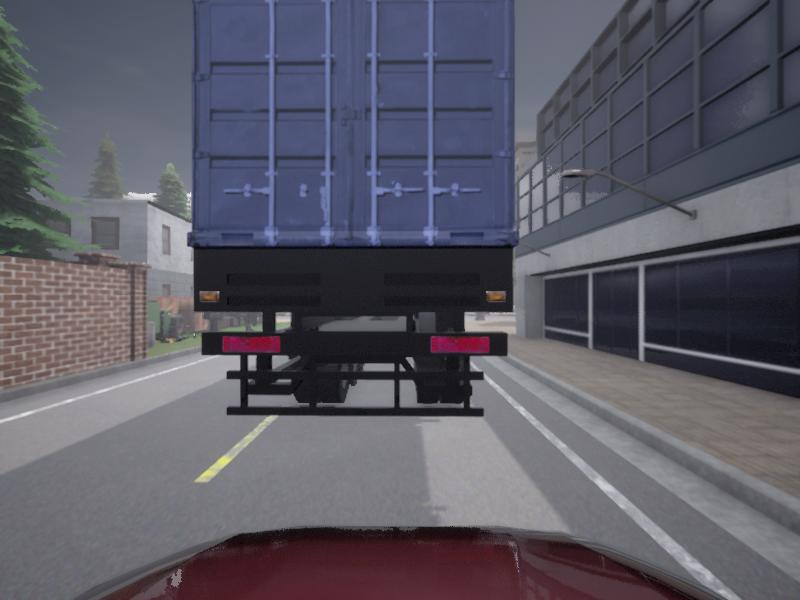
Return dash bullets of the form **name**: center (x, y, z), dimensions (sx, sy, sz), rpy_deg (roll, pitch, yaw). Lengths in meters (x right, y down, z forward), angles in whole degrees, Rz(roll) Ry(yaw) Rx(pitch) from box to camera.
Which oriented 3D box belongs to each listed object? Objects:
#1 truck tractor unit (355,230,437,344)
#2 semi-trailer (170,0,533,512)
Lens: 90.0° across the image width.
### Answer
- **truck tractor unit**: center (-0.063, -0.491, 18.036), dimensions (3.053, 4.208, 6.516), rpy_deg (0, 0, 1)
- **semi-trailer**: center (-0.232, -0.605, 10.124), dimensions (2.717, 4.402, 14.254), rpy_deg (0, 0, 1)
